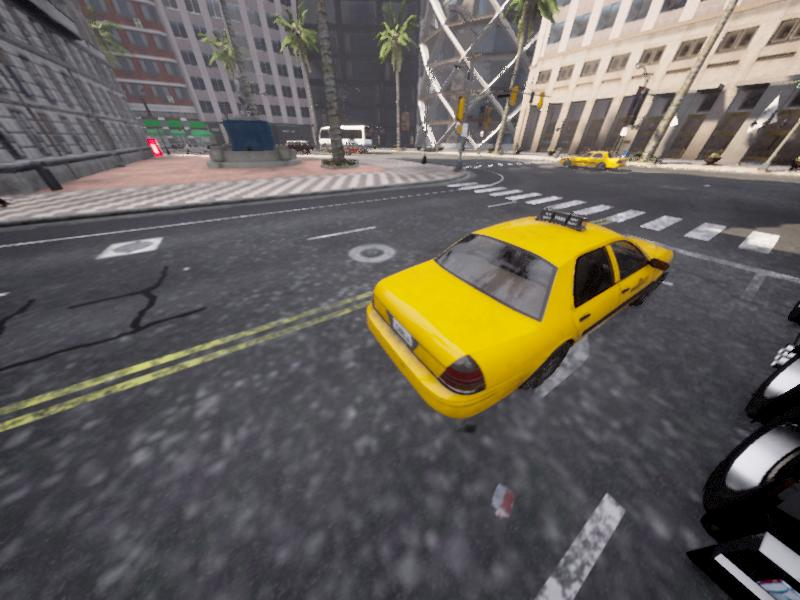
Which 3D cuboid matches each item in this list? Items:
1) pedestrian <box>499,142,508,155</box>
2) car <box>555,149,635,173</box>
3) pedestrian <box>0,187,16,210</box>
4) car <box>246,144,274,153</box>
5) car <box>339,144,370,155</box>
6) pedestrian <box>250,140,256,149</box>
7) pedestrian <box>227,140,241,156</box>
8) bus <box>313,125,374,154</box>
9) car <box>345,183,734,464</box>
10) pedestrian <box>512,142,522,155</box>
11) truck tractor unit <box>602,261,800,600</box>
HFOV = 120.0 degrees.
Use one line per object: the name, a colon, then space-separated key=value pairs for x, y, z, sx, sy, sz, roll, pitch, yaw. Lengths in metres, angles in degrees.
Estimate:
pedestrian: x=17.980 y=-26.483 z=40.258 sx=0.751 sy=1.860 sz=0.751 roll=-23 pitch=41 yaw=-29
car: x=18.130 y=-13.283 z=21.853 sx=1.801 sy=1.575 sz=5.366 roll=-19 pitch=39 yaw=-26
pedestrian: x=-14.616 y=-4.041 z=7.742 sx=0.751 sy=1.860 sz=0.751 roll=-15 pitch=38 yaw=-21
car: x=-25.965 y=-28.262 z=43.078 sx=3.806 sy=1.475 sz=1.970 roll=-3 pitch=35 yaw=-5
car: x=-8.095 y=-26.773 z=41.089 sx=4.792 sy=1.488 sz=2.163 roll=12 pitch=37 yaw=17
pedestrian: x=-34.816 y=-36.908 z=54.776 sx=0.751 sy=1.860 sz=0.751 roll=-13 pitch=37 yaw=-19
pedestrian: x=-23.358 y=-21.300 z=32.455 sx=0.751 sy=1.860 sz=0.751 roll=0 pitch=35 yaw=0
bus: x=-10.603 y=-30.527 z=44.035 sx=10.273 sy=4.253 sz=3.944 roll=11 pitch=36 yaw=15
car: x=2.195 y=-0.480 z=3.325 sx=5.366 sy=1.575 sz=1.801 roll=-19 pitch=39 yaw=-26
pedestrian: x=19.485 y=-25.318 z=38.599 sx=0.751 sy=1.860 sz=0.751 roll=-21 pitch=40 yaw=-28
truck tractor unit: x=5.104 y=-0.308 z=0.787 sx=6.516 sy=4.208 sz=3.053 roll=-19 pitch=39 yaw=-24
